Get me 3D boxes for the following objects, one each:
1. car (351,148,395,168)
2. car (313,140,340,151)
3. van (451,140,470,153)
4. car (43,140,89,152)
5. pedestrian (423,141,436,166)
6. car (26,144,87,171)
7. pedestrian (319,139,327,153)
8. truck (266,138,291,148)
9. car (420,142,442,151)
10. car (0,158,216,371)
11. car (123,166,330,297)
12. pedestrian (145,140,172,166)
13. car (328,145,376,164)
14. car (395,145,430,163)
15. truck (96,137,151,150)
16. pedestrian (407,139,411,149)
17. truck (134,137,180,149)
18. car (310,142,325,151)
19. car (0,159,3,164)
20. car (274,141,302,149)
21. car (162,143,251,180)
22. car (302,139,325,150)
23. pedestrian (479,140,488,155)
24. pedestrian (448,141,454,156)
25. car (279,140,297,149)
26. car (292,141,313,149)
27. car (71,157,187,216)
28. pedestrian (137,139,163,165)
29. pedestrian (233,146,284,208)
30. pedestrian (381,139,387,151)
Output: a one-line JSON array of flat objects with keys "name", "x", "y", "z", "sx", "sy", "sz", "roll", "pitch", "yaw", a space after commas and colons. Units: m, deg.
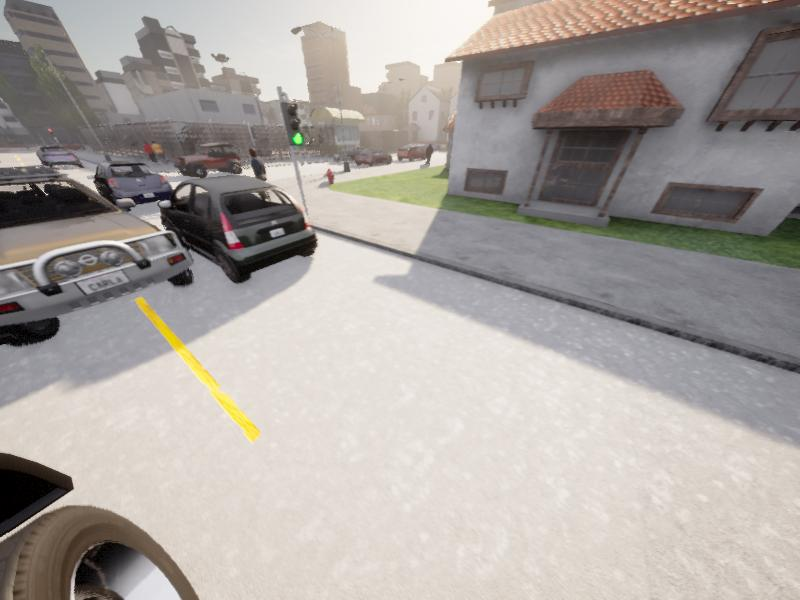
[{"name": "car", "x": -2.491, "y": -14.013, "z": 22.650, "sx": 1.994, "sy": 1.385, "sz": 4.181, "roll": 21, "pitch": 40, "yaw": 27}, {"name": "car", "x": -14.274, "y": -30.215, "z": 45.207, "sx": 2.242, "sy": 1.667, "sz": 4.611, "roll": 22, "pitch": 41, "yaw": 28}, {"name": "van", "x": 11.350, "y": -29.086, "z": 43.710, "sx": 1.775, "sy": 1.987, "sz": 4.442, "roll": -5, "pitch": 36, "yaw": -8}, {"name": "car", "x": -57.172, "y": -26.514, "z": 39.659, "sx": 1.851, "sy": 1.617, "sz": 3.988, "roll": 3, "pitch": 35, "yaw": 3}, {"name": "pedestrian", "x": 2.698, "y": -13.517, "z": 21.348, "sx": 0.751, "sy": 1.860, "sz": 0.751, "roll": 22, "pitch": 41, "yaw": 28}, {"name": "car", "x": -28.802, "y": -12.068, "z": 19.381, "sx": 4.856, "sy": 1.649, "sz": 2.033, "roll": 23, "pitch": 41, "yaw": 28}, {"name": "pedestrian", "x": -12.879, "y": -25.816, "z": 38.692, "sx": 0.751, "sy": 1.860, "sz": 0.751, "roll": 13, "pitch": 37, "yaw": 18}, {"name": "truck", "x": -28.484, "y": -36.855, "z": 54.185, "sx": 2.069, "sy": 2.038, "sz": 4.478, "roll": 22, "pitch": 41, "yaw": 28}, {"name": "car", "x": 6.417, "y": -32.164, "z": 48.482, "sx": 4.193, "sy": 1.474, "sz": 1.816, "roll": 26, "pitch": 42, "yaw": 31}, {"name": "car", "x": -5.640, "y": -1.126, "z": 3.836, "sx": 4.605, "sy": 1.855, "sz": 1.932, "roll": 21, "pitch": 39, "yaw": 26}, {"name": "car", "x": -3.749, "y": -1.821, "z": 5.081, "sx": 3.988, "sy": 1.617, "sz": 1.851, "roll": 22, "pitch": 41, "yaw": 28}, {"name": "pedestrian", "x": -20.750, "y": -12.670, "z": 19.882, "sx": 0.751, "sy": 1.860, "sz": 0.751, "roll": 23, "pitch": 41, "yaw": 28}, {"name": "car", "x": -5.121, "y": -15.962, "z": 25.273, "sx": 2.128, "sy": 1.511, "sz": 4.902, "roll": 22, "pitch": 41, "yaw": 28}, {"name": "car", "x": 1.525, "y": -17.347, "z": 27.301, "sx": 2.007, "sy": 1.525, "sz": 4.514, "roll": 22, "pitch": 41, "yaw": 28}, {"name": "truck", "x": -53.437, "y": -30.462, "z": 44.889, "sx": 2.390, "sy": 2.098, "sz": 6.274, "roll": 22, "pitch": 41, "yaw": 28}, {"name": "pedestrian", "x": 2.097, "y": -36.184, "z": 53.599, "sx": 0.751, "sy": 1.860, "sz": 0.751, "roll": 25, "pitch": 42, "yaw": 31}, {"name": "truck", "x": -53.235, "y": -34.642, "z": 50.841, "sx": 2.390, "sy": 2.098, "sz": 6.274, "roll": 22, "pitch": 40, "yaw": 28}, {"name": "car", "x": -16.367, "y": -30.559, "z": 45.856, "sx": 1.481, "sy": 1.379, "sz": 2.207, "roll": 22, "pitch": 41, "yaw": 28}, {"name": "car", "x": -39.395, "y": -13.579, "z": 21.553, "sx": 4.193, "sy": 1.474, "sz": 1.816, "roll": 22, "pitch": 41, "yaw": 28}, {"name": "car", "x": -25.344, "y": -35.195, "z": 52.398, "sx": 2.033, "sy": 1.415, "sz": 5.357, "roll": 22, "pitch": 41, "yaw": 28}, {"name": "car", "x": -12.947, "y": -9.591, "z": 15.793, "sx": 1.905, "sy": 1.878, "sz": 3.866, "roll": 19, "pitch": 39, "yaw": 24}, {"name": "car", "x": -17.634, "y": -31.859, "z": 47.328, "sx": 1.905, "sy": 1.878, "sz": 3.866, "roll": 22, "pitch": 41, "yaw": 28}, {"name": "pedestrian", "x": 12.706, "y": -23.168, "z": 35.173, "sx": 0.751, "sy": 1.860, "sz": 0.751, "roll": 0, "pitch": 35, "yaw": -1}, {"name": "pedestrian", "x": 7.808, "y": -23.282, "z": 35.479, "sx": 0.751, "sy": 1.860, "sz": 0.751, "roll": 5, "pitch": 35, "yaw": 6}, {"name": "car", "x": -25.251, "y": -35.103, "z": 52.143, "sx": 3.705, "sy": 1.547, "sz": 1.789, "roll": 22, "pitch": 41, "yaw": 28}, {"name": "car", "x": -21.283, "y": -33.869, "z": 50.446, "sx": 1.845, "sy": 1.501, "sz": 3.633, "roll": 22, "pitch": 41, "yaw": 28}, {"name": "car", "x": -10.416, "y": -4.524, "z": 8.925, "sx": 3.633, "sy": 1.501, "sz": 1.845, "roll": 22, "pitch": 41, "yaw": 28}, {"name": "pedestrian", "x": -21.904, "y": -12.948, "z": 20.266, "sx": 0.751, "sy": 1.860, "sz": 0.751, "roll": 24, "pitch": 41, "yaw": 29}, {"name": "pedestrian", "x": -4.981, "y": -4.380, "z": 8.267, "sx": 0.751, "sy": 1.860, "sz": 0.751, "roll": 4, "pitch": 35, "yaw": 5}, {"name": "pedestrian", "x": -3.193, "y": -30.482, "z": 45.430, "sx": 0.751, "sy": 1.860, "sz": 0.751, "roll": 27, "pitch": 43, "yaw": 32}]
